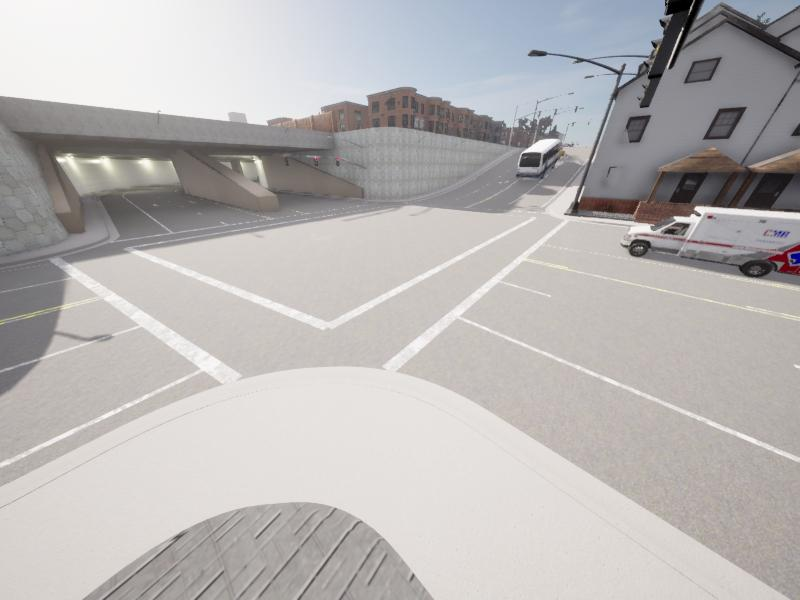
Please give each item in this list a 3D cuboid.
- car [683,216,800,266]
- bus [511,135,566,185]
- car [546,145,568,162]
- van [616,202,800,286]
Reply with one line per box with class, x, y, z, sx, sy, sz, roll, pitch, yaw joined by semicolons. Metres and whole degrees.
car;18.599;-3.250;12.332;3.988;1.617;1.851;24;38;35
bus;21.842;-22.115;36.340;3.944;4.253;10.273;24;51;34
car;28.967;-27.085;42.659;1.801;1.575;5.366;24;51;34
van;14.908;-2.901;10.908;6.366;2.431;2.351;24;38;35
